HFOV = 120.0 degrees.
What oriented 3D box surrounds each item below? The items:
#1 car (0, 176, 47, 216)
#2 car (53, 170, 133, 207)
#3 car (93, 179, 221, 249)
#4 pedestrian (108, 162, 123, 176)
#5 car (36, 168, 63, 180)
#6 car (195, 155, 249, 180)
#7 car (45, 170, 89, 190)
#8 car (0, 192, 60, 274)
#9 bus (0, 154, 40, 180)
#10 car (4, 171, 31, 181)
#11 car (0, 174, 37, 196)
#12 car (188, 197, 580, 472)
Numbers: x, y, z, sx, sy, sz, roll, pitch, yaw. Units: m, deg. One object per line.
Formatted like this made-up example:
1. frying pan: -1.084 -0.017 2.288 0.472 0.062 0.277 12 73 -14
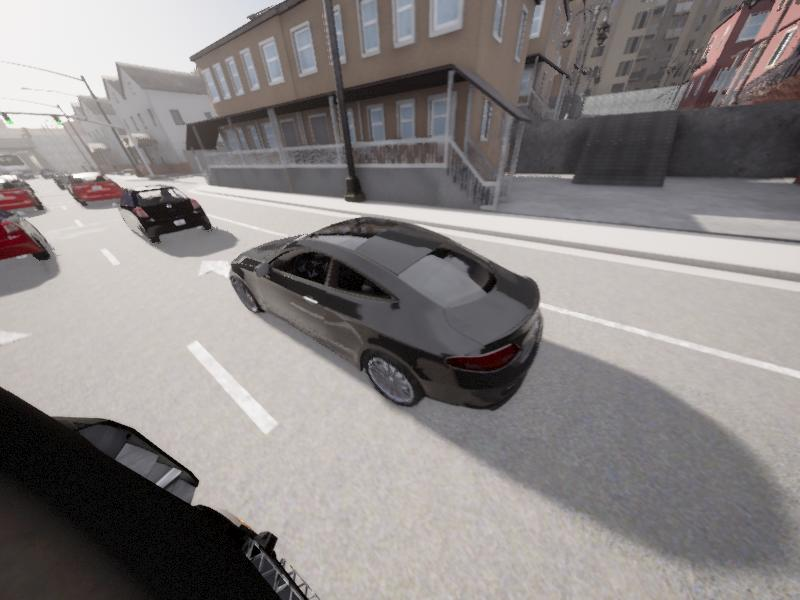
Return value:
1. car: -22.997 -6.052 13.325 4.611 1.667 2.242 20 40 30
2. car: -20.102 -7.390 15.123 4.611 1.667 2.242 20 40 30
3. car: -8.245 -3.094 7.869 3.633 1.501 1.845 20 40 30
4. pedestrian: -47.084 -21.693 38.252 0.751 1.860 0.751 23 41 33
5. car: -64.336 -23.199 42.349 4.856 1.649 2.033 20 40 30
6. car: -22.528 -16.994 29.431 2.033 1.649 4.856 19 48 29
7. car: -35.732 -12.919 24.791 4.514 1.525 2.007 20 39 30
8. car: -11.299 -1.814 6.171 3.633 1.501 1.845 20 40 30
9. bus: -80.797 -27.652 47.949 10.273 4.253 3.944 16 38 26
10. car: -71.097 -23.148 43.002 5.357 1.411 2.033 20 40 30
11. car: -37.649 -11.227 22.391 4.902 1.511 2.128 20 40 30
12. car: -0.647 -0.340 3.215 4.674 1.442 1.812 20 40 30
